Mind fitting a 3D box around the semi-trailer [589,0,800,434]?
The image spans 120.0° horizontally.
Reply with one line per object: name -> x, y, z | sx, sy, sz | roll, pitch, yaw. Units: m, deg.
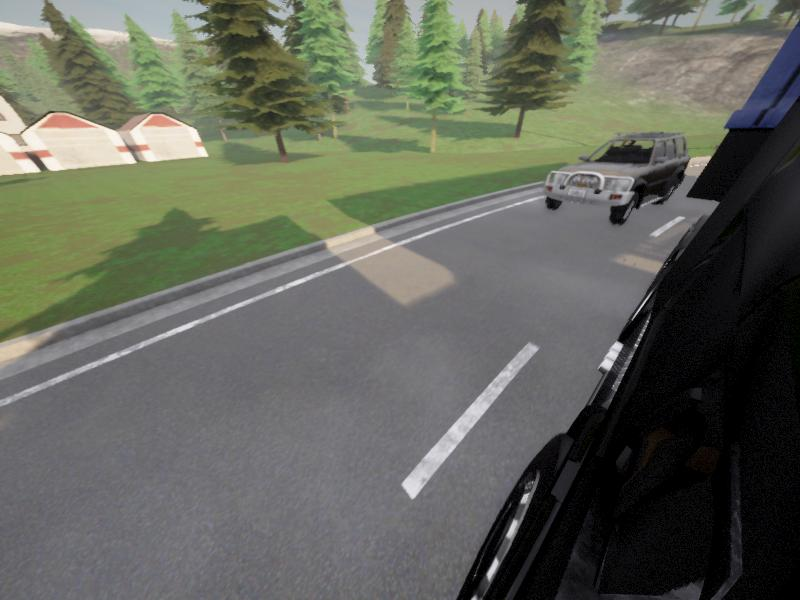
semi-trailer -> 9.297, -3.100, 3.546 | 14.254, 4.402, 2.717 | -21, 40, -22

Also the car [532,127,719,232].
car -> 6.299, -3.624, 6.552 | 4.605, 1.855, 1.932 | -23, 40, -25

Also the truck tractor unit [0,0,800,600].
truck tractor unit -> 2.645, -0.295, 0.351 | 6.516, 4.208, 3.053 | -28, 44, -30
